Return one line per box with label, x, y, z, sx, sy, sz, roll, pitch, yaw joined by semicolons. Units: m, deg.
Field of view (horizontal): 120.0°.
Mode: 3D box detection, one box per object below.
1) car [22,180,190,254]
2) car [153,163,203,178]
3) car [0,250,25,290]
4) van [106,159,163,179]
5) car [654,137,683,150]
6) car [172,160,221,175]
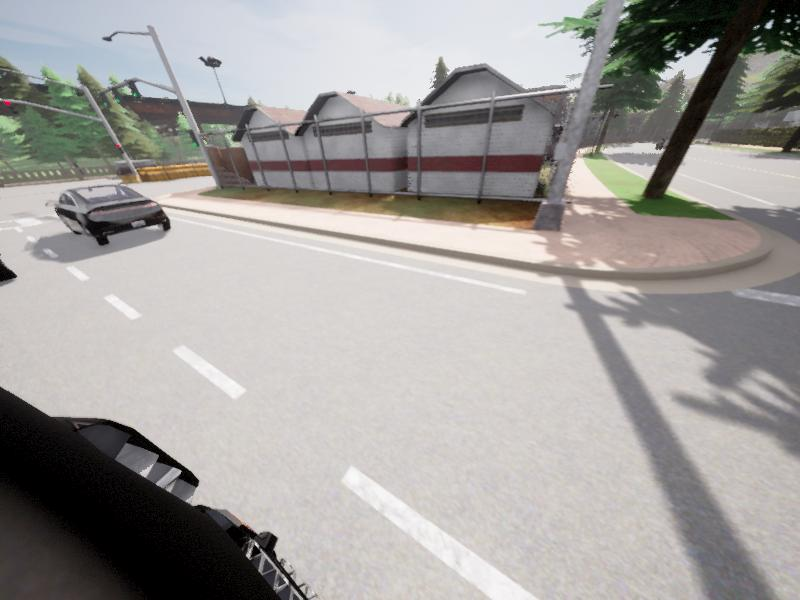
car;-9.940;-3.048;7.843;4.902;1.511;2.128;16;38;26
car;-29.011;-17.067;30.342;1.994;1.385;4.181;15;38;24
car;-10.737;-1.145;4.803;4.553;1.767;2.097;16;38;26
van;-36.124;-17.937;31.619;1.775;1.987;4.442;15;38;24
car;41.399;-24.269;35.750;2.033;1.411;5.357;21;41;31
car;-30.291;-19.893;34.532;2.128;1.511;4.902;15;38;24
